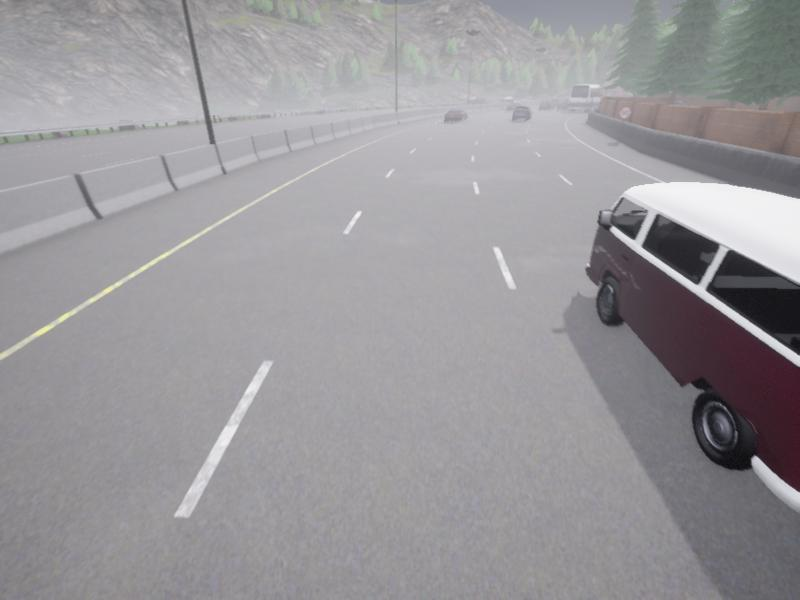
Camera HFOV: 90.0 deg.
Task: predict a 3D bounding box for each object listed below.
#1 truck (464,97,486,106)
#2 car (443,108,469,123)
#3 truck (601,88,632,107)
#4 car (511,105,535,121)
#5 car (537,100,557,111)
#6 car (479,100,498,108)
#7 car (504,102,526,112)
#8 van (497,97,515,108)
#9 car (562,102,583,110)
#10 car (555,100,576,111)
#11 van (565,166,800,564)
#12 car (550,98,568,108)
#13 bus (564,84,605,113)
[{"bbox_3d":[19.075,-50.129,100.991,2.390,2.098,6.274,22,35,36],"label":"truck"},{"bbox_3d":[6.676,-21.873,47.290,1.994,1.385,4.181,10,29,19],"label":"car"},{"bbox_3d":[50.847,-47.591,93.964,8.468,3.827,2.891,-23,35,-37],"label":"truck"},{"bbox_3d":[15.034,-22.865,48.857,2.033,1.649,4.856,10,29,20],"label":"car"},{"bbox_3d":[28.033,-36.973,76.017,2.033,1.649,4.856,18,32,31],"label":"car"},{"bbox_3d":[20.513,-45.647,92.939,2.038,1.542,4.974,20,34,34],"label":"car"},{"bbox_3d":[20.960,-35.004,72.523,2.033,1.411,5.357,17,32,29],"label":"car"},{"bbox_3d":[24.451,-45.571,92.204,2.069,2.038,4.480,21,34,35],"label":"van"},{"bbox_3d":[33.510,-37.667,77.678,1.895,1.301,4.718,23,35,37],"label":"car"},{"bbox_3d":[30.686,-35.965,74.058,2.152,1.651,5.027,18,32,31],"label":"car"},{"bbox_3d":[3.732,-0.019,4.364,2.069,2.038,4.480,1,28,3],"label":"van"},{"bbox_3d":[35.555,-44.101,89.459,1.932,1.855,4.605,22,34,37],"label":"car"},{"bbox_3d":[32.708,-35.748,70.774,3.944,4.253,10.273,17,33,30],"label":"bus"}]
